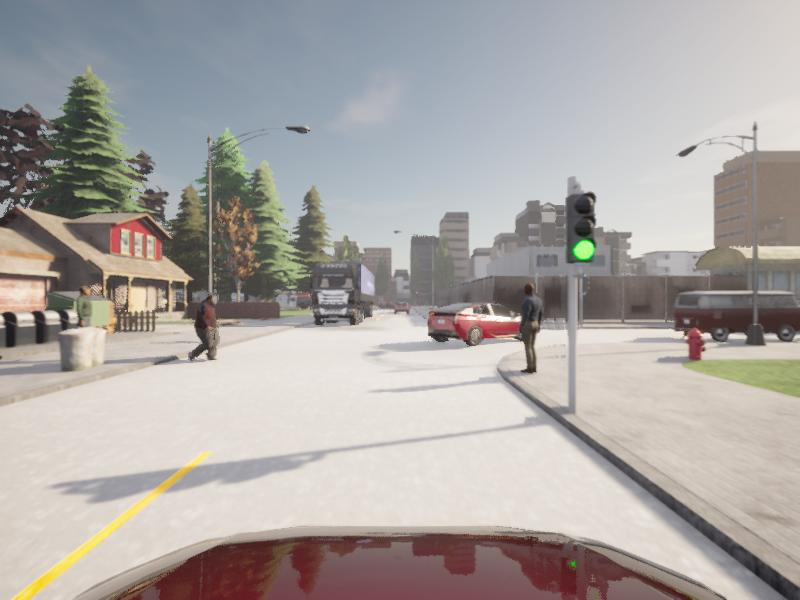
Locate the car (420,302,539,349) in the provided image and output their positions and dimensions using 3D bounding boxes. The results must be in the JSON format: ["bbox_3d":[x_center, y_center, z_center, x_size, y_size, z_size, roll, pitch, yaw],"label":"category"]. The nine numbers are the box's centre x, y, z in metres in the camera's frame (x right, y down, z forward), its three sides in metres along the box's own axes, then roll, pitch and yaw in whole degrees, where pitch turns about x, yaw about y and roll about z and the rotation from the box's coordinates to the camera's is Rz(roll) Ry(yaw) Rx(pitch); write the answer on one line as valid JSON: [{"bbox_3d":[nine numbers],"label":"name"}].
[{"bbox_3d":[3.104,0.844,15.178,4.514,1.525,2.007,0,0,-39],"label":"car"}]

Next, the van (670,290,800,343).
[{"bbox_3d":[13.629,0.615,16.027,4.442,1.987,1.775,0,0,-1],"label":"van"}]

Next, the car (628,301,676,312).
[{"bbox_3d":[35.042,0.876,55.712,5.357,1.415,2.033,0,0,0],"label":"car"}]

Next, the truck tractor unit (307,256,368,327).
[{"bbox_3d":[-3.918,-0.487,26.701,3.053,4.208,6.516,0,0,0],"label":"truck tractor unit"}]

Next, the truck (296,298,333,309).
[{"bbox_3d":[-15.705,0.619,73.690,6.274,2.098,2.390,0,0,0],"label":"truck"}]

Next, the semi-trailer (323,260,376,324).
[{"bbox_3d":[-3.894,-0.583,34.616,2.717,4.402,14.254,0,0,0],"label":"semi-trailer"}]

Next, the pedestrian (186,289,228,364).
[{"bbox_3d":[-4.945,0.648,10.287,0.751,1.860,0.751,0,0,-2],"label":"pedestrian"}]

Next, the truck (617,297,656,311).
[{"bbox_3d":[35.218,0.568,59.672,4.478,2.038,2.069,0,0,0],"label":"truck"}]

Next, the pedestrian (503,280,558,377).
[{"bbox_3d":[2.651,0.543,8.146,0.751,1.860,0.751,0,0,-29],"label":"pedestrian"}]

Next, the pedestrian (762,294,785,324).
[{"bbox_3d":[23.491,0.559,25.194,0.751,1.860,0.751,0,0,3],"label":"pedestrian"}]

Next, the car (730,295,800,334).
[{"bbox_3d":[19.531,0.673,19.897,4.605,1.855,1.932,0,0,2],"label":"car"}]

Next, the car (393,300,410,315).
[{"bbox_3d":[0.164,0.837,46.736,1.851,1.617,3.988,0,0,0],"label":"car"}]

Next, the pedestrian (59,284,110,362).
[{"bbox_3d":[-7.884,0.543,10.034,0.751,1.860,0.751,0,0,-14],"label":"pedestrian"}]
